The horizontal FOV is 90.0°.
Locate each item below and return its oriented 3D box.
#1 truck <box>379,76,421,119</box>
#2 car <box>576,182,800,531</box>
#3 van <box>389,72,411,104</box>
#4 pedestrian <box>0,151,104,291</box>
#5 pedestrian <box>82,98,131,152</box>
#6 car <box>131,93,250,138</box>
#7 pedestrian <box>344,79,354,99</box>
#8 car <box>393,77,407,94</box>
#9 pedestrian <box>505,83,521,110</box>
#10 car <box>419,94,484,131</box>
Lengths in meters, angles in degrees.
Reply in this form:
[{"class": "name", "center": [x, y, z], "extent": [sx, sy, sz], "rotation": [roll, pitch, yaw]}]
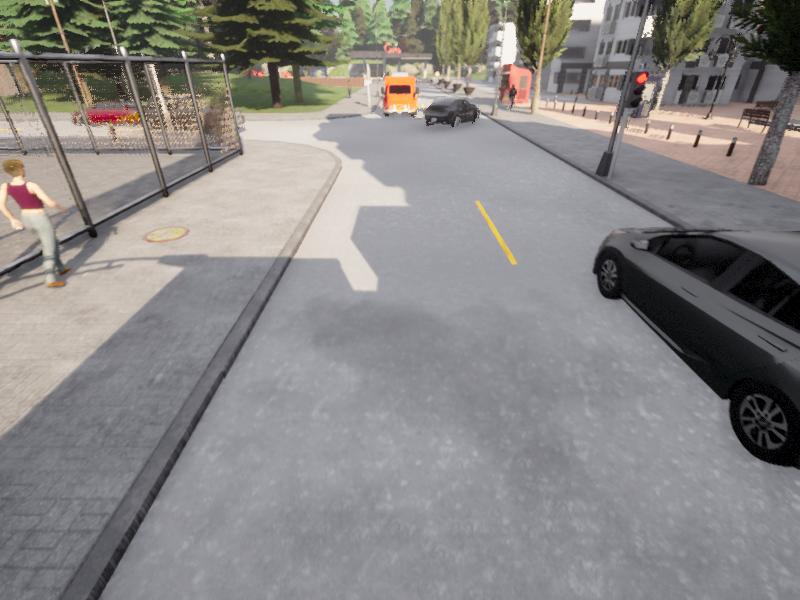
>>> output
[{"class": "truck", "center": [0.000, -14.476, 28.411], "extent": [2.627, 2.467, 5.204], "rotation": [0, 30, 0]}, {"class": "car", "center": [4.025, 0.010, 4.504], "extent": [2.007, 1.525, 4.514], "rotation": [0, 30, 0]}, {"class": "van", "center": [-0.004, -21.221, 39.909], "extent": [1.988, 2.561, 5.915], "rotation": [0, 30, 0]}, {"class": "pedestrian", "center": [-5.281, -1.122, 5.839], "extent": [0.751, 1.860, 0.751], "rotation": [0, 30, 0]}, {"class": "pedestrian", "center": [-11.357, -6.788, 15.553], "extent": [0.751, 1.860, 0.751], "rotation": [-1, 30, -1]}, {"class": "car", "center": [-10.338, -9.287, 20.098], "extent": [4.605, 1.855, 1.932], "rotation": [0, 30, 0]}, {"class": "pedestrian", "center": [-5.213, -21.753, 41.238], "extent": [0.751, 1.860, 0.751], "rotation": [3, 30, 4]}, {"class": "car", "center": [0.009, -28.858, 53.651], "extent": [1.905, 1.878, 3.866], "rotation": [0, 30, 0]}, {"class": "pedestrian", "center": [8.689, -15.703, 30.868], "extent": [0.751, 1.860, 0.751], "rotation": [0, 30, 0]}, {"class": "car", "center": [3.167, -11.313, 23.956], "extent": [1.837, 1.490, 4.892], "rotation": [19, 35, 26]}]
